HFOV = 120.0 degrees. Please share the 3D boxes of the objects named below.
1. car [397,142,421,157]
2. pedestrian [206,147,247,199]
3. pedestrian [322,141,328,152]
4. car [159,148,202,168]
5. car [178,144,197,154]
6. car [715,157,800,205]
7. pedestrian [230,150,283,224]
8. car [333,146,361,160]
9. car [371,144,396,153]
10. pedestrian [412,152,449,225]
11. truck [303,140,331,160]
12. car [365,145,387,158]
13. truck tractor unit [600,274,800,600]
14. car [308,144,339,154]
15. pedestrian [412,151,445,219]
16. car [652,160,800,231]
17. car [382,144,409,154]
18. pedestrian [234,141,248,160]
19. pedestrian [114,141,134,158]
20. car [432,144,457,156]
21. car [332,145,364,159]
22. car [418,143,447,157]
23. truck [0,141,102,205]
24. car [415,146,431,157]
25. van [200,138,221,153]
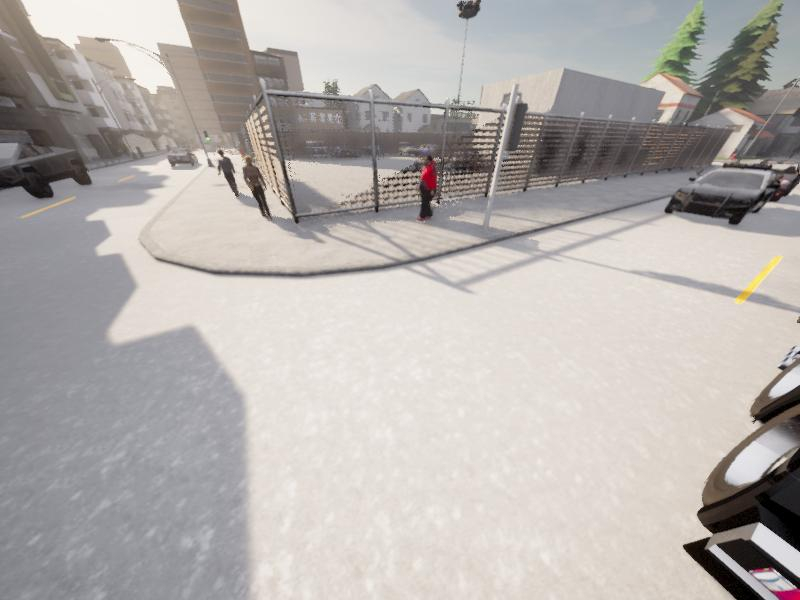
[{"bbox_3d":[1.265,-23.297,35.725,1.905,1.878,3.866,-18,39,-24],"label":"car"},{"bbox_3d":[-7.368,-5.458,9.914,0.751,1.860,0.751,-16,38,-22],"label":"pedestrian"},{"bbox_3d":[-15.454,-31.683,47.543,0.751,1.860,0.751,-19,39,-25],"label":"pedestrian"},{"bbox_3d":[-21.797,-14.338,23.200,2.033,1.411,5.357,-18,39,-24],"label":"car"},{"bbox_3d":[-43.457,-31.021,47.377,1.970,1.475,3.806,-18,39,-24],"label":"car"},{"bbox_3d":[17.863,-5.891,11.207,3.988,1.617,1.851,-18,39,-25],"label":"car"},{"bbox_3d":[-4.302,-3.416,7.006,0.751,1.860,0.751,-23,41,-30],"label":"pedestrian"},{"bbox_3d":[-7.469,-20.589,32.166,2.033,1.415,5.357,-18,39,-24],"label":"car"},{"bbox_3d":[-3.379,-31.517,47.953,4.892,1.490,1.837,-19,39,-26],"label":"car"},{"bbox_3d":[0.853,-3.317,6.907,0.751,1.860,0.751,-6,35,-10],"label":"pedestrian"},{"bbox_3d":[-10.977,-19.805,30.465,2.069,2.038,4.478,-18,39,-24],"label":"truck"},{"bbox_3d":[-3.628,-22.169,34.361,1.845,1.501,3.633,-18,39,-24],"label":"car"},{"bbox_3d":[5.125,-0.287,0.756,6.516,4.208,3.053,-18,39,-23],"label":"truck tractor unit"},{"bbox_3d":[-14.170,-27.986,42.772,4.902,1.511,2.128,-19,39,-25],"label":"car"},{"bbox_3d":[0.858,-3.693,7.447,0.751,1.860,0.751,-5,35,-8],"label":"pedestrian"},{"bbox_3d":[12.033,-4.047,8.481,5.238,1.638,1.930,-19,39,-25],"label":"car"},{"bbox_3d":[-0.912,-29.636,45.253,4.902,1.511,2.128,-18,39,-24],"label":"car"},{"bbox_3d":[-19.354,-18.221,28.169,0.751,1.860,0.751,-10,36,-14],"label":"pedestrian"},{"bbox_3d":[-35.080,-19.155,29.378,0.751,1.860,0.751,-19,39,-25],"label":"pedestrian"},{"bbox_3d":[7.478,-25.507,39.256,1.816,1.474,4.193,-18,39,-24],"label":"car"},{"bbox_3d":[-7.192,-20.632,32.106,3.705,1.547,1.789,-18,39,-24],"label":"car"},{"bbox_3d":[5.104,-24.300,37.382,2.242,1.667,4.611,-18,39,-24],"label":"car"},{"bbox_3d":[-17.950,-6.264,11.015,2.390,2.098,6.274,-18,39,-25],"label":"truck"},{"bbox_3d":[3.568,-23.308,36.127,1.481,1.379,2.207,-18,39,-24],"label":"car"},{"bbox_3d":[-40.496,-33.082,49.439,2.351,2.431,6.366,-18,39,-24],"label":"van"}]
